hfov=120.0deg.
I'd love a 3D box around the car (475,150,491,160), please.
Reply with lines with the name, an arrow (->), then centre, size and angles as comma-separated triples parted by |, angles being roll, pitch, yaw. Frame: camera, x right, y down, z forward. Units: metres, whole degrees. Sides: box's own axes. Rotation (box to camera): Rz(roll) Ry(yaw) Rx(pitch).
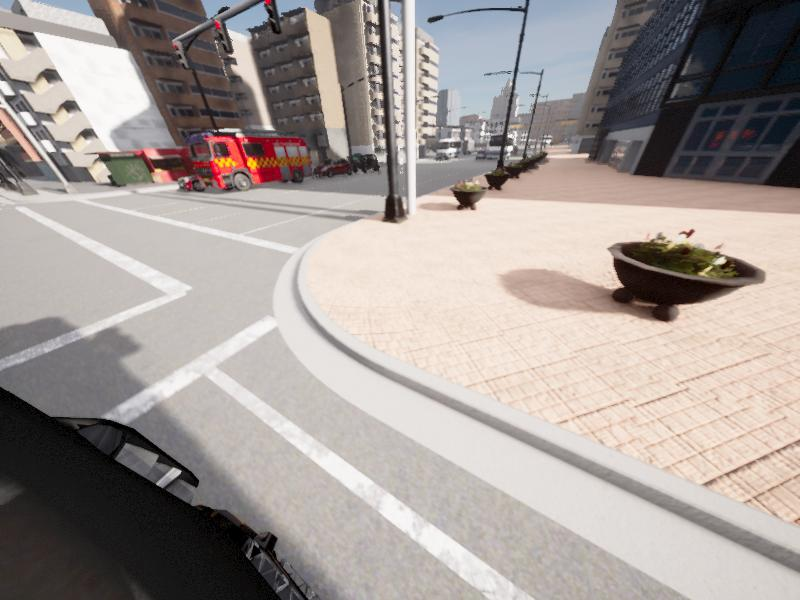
car -> 17.951, -31.413, 50.097 | 2.033, 1.649, 4.856 | 16, 37, 26

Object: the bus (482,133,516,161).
bus -> 20.536, -31.393, 47.482 | 3.944, 4.253, 10.273 | 16, 37, 26

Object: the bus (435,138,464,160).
bus -> 12.840, -38.947, 59.594 | 3.944, 4.253, 10.273 | 16, 37, 26

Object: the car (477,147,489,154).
car -> 26.925, -48.305, 74.785 | 2.242, 1.667, 4.611 | 16, 39, 26

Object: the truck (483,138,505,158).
truck -> 23.550, -37.916, 57.663 | 2.891, 3.827, 8.468 | 16, 38, 26

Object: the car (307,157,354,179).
car -> -7.369, -14.392, 25.029 | 2.097, 1.767, 4.553 | 16, 37, 26

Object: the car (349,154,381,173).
car -> -4.400, -17.377, 29.396 | 1.905, 1.878, 3.866 | 16, 37, 25

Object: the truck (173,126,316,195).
truck -> -11.457, -11.288, 18.619 | 2.891, 3.827, 8.468 | 16, 37, 25

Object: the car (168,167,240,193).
car -> -15.764, -9.856, 18.840 | 1.970, 1.475, 3.806 | 16, 37, 26

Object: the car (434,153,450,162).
car -> 8.863, -30.069, 48.801 | 1.994, 1.385, 4.181 | 16, 37, 26

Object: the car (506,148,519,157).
car -> 30.146, -39.577, 61.890 | 2.152, 1.651, 5.027 | 16, 38, 26
